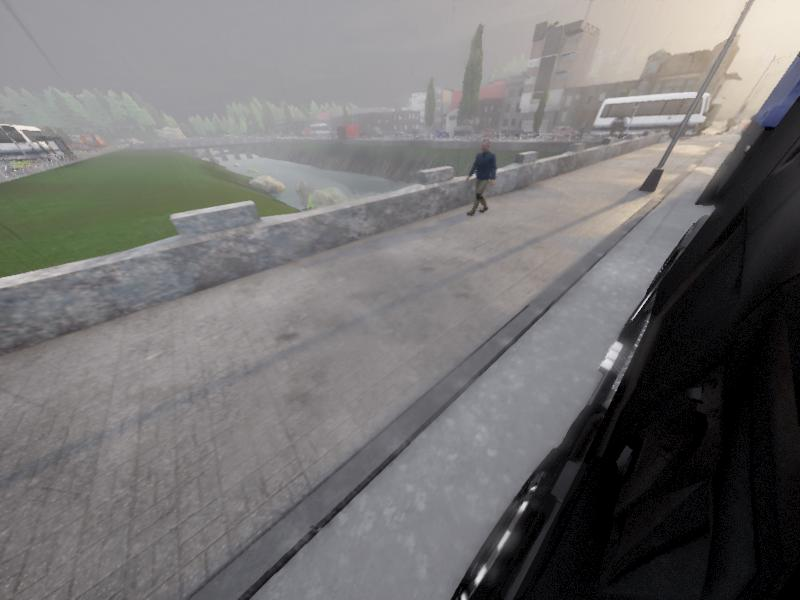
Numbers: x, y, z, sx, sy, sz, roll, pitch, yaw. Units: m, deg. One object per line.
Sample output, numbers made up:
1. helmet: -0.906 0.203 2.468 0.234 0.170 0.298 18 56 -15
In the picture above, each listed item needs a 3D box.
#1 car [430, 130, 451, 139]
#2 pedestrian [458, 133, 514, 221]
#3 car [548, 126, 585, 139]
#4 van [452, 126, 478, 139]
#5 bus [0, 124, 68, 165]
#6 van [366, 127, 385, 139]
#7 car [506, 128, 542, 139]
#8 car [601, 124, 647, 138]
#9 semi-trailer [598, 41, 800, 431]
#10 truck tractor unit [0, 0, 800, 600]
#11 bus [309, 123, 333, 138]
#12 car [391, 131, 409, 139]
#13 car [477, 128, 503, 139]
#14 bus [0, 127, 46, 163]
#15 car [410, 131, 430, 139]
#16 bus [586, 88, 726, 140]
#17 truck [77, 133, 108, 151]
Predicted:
1. car: 8.744 -35.812 49.895 1.816 1.474 4.193 -28 44 -30
2. pedestrian: 2.143 -3.160 5.977 0.751 1.860 0.751 -28 43 -30
3. car: 24.654 -24.917 34.389 1.970 1.475 3.806 -28 44 -30
4. van: 12.798 -33.237 45.785 1.775 1.987 4.442 -28 44 -30
5. bus: -54.408 -22.660 33.535 3.944 4.253 10.273 -28 44 -30
6. van: -6.931 -46.949 64.820 1.988 2.561 5.915 -28 43 -30
7. car: 20.568 -27.649 38.434 1.895 1.301 4.718 -28 44 -30
8. car: 31.593 -23.858 32.666 1.994 1.385 4.181 -28 44 -30
9. semi-trailer: 8.697 -3.589 4.252 14.254 4.402 2.717 -28 44 -30
10. truck tractor unit: 2.645 -0.295 0.351 6.516 4.208 3.053 -28 44 -30
11. bus: -29.721 -63.335 86.631 3.944 4.253 10.273 -28 44 -30
12. car: 0.052 -41.749 58.370 1.812 1.442 4.674 -28 44 -30
13. car: 16.416 -30.559 42.418 1.970 1.475 3.806 -28 44 -30
14. bus: -61.477 -24.013 35.742 3.944 4.253 10.273 -28 44 -30
15. car: 4.537 -38.622 54.049 1.895 1.301 4.718 -28 44 -30
16. bus: 30.295 -22.311 28.256 3.944 4.253 10.273 -29 44 -31
17. truck: -87.083 -44.998 65.675 2.891 3.827 8.468 -28 44 -30
